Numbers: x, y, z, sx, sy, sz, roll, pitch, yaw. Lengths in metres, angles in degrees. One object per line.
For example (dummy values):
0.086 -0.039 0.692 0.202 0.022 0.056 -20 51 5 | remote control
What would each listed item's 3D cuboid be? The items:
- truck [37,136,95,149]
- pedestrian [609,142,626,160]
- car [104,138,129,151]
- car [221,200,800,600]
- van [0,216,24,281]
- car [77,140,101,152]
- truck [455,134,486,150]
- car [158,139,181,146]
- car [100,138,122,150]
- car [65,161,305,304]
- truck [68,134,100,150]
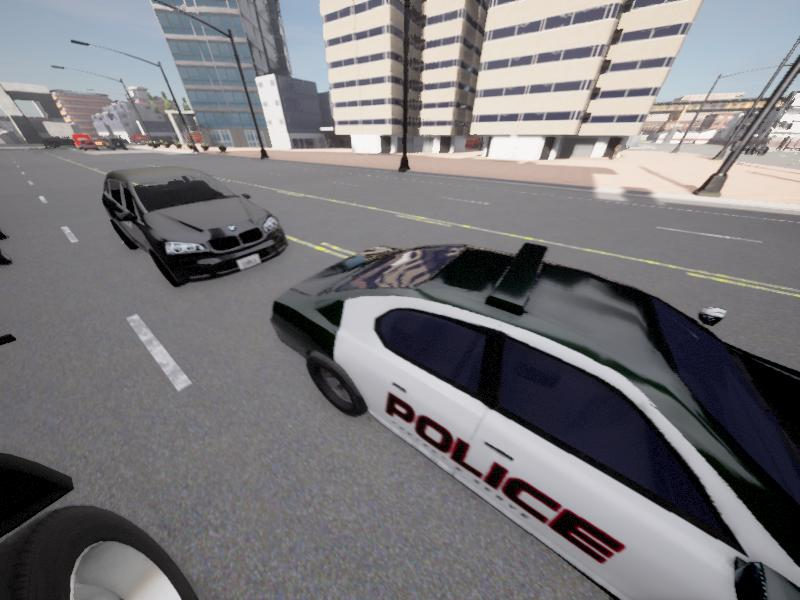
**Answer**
-69.733 -33.054 48.398 2.390 2.098 6.274 16 38 21 | truck
27.230 -18.665 28.954 0.751 1.860 0.751 -25 42 -31 | pedestrian
-52.433 -28.823 42.742 3.866 1.878 1.905 25 42 31 | car
1.189 0.544 1.822 4.974 1.542 2.038 22 41 28 | car
-9.686 -1.613 4.394 4.442 1.987 1.775 22 40 28 | van
-55.011 -27.295 40.846 3.988 1.617 1.851 25 42 31 | car
21.994 -49.707 72.724 8.468 3.827 2.891 20 40 27 | truck
-69.044 -47.367 69.373 2.152 1.651 5.027 -2 35 -3 | car
-58.137 -31.521 46.519 4.605 1.855 1.932 27 43 33 | car
-4.699 -1.914 5.138 4.611 1.667 2.242 22 41 28 | car
-60.987 -30.548 44.617 5.204 2.467 2.627 28 44 32 | truck
